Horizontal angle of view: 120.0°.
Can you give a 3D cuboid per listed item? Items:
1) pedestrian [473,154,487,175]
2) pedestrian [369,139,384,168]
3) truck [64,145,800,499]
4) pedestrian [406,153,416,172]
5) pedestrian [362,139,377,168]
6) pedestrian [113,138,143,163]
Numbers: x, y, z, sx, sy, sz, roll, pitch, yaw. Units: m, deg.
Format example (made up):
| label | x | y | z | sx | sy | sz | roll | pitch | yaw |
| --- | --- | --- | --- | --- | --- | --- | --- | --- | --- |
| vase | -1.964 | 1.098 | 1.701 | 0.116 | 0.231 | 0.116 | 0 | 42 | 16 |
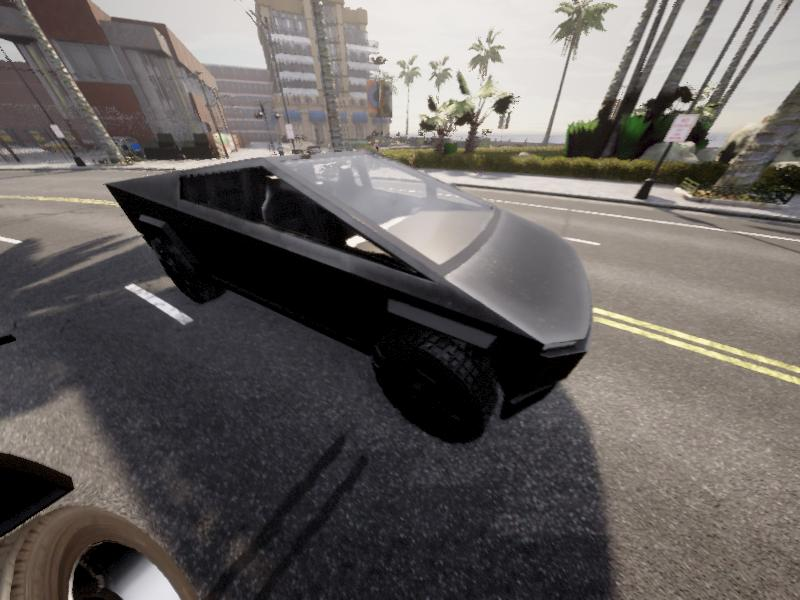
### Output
| label | x | y | z | sx | sy | sz | roll | pitch | yaw |
| --- | --- | --- | --- | --- | --- | --- | --- | --- | --- |
| pedestrian | 5.210 | -8.818 | 15.056 | 0.500 | 1.100 | 0.500 | 19 | 39 | 24 |
| pedestrian | -1.820 | -11.489 | 18.135 | 0.751 | 1.860 | 0.751 | 22 | 41 | 28 |
| truck | -1.152 | -0.849 | 3.259 | 6.274 | 2.098 | 2.390 | 18 | 39 | 24 |
| pedestrian | 0.794 | -9.785 | 16.402 | 0.500 | 1.100 | 0.500 | 19 | 40 | 25 |
| pedestrian | -2.341 | -11.310 | 17.882 | 0.751 | 1.860 | 0.751 | -24 | 42 | -30 |
| pedestrian | -24.638 | -13.570 | 20.989 | 0.751 | 1.860 | 0.751 | -7 | 36 | -10 |
